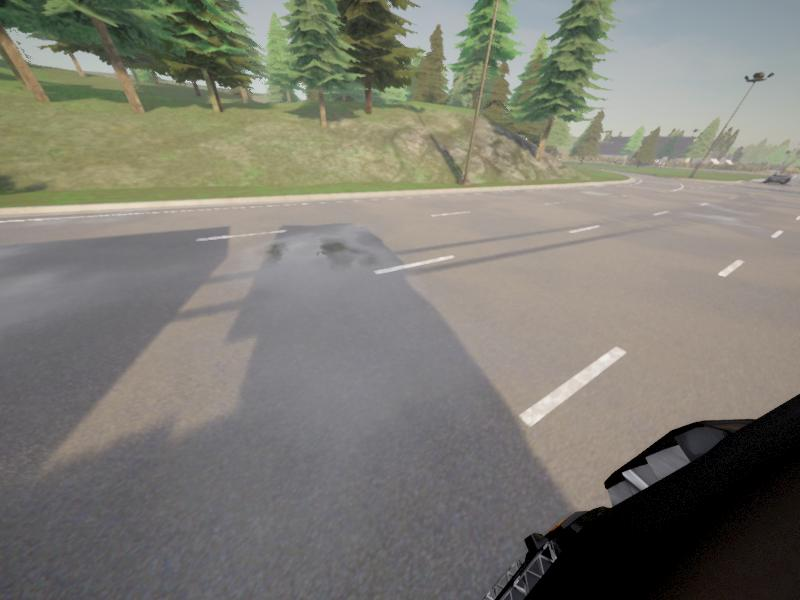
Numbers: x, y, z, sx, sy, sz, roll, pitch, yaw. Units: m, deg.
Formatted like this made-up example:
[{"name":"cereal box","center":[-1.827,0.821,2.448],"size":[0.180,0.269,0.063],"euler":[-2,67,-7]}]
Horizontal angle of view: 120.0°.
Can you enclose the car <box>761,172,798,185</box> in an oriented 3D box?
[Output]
[{"name":"car","center":[57.658,-18.466,35.088],"size":[4.902,1.511,2.128],"euler":[-16,38,-26]}]
